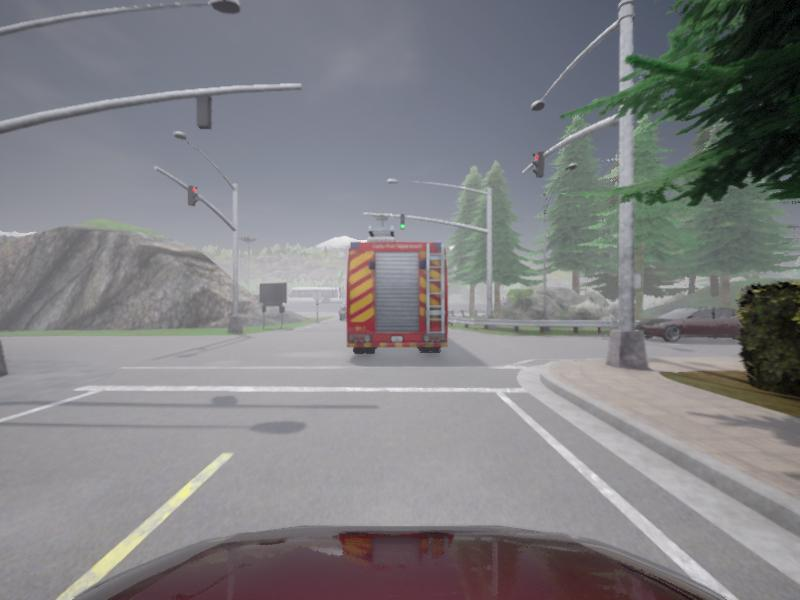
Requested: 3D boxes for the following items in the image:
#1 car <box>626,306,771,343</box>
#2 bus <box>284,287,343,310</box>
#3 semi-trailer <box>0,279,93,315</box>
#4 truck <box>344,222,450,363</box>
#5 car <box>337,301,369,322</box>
[{"bbox_3d":[12.956,1.036,17.624,4.792,1.488,2.163,0,0,0],"label":"car"},{"bbox_3d":[-16.180,-0.308,75.608,10.273,4.253,3.944,0,0,0],"label":"bus"},{"bbox_3d":[-47.156,-0.371,50.799,14.254,4.402,2.717,0,0,0],"label":"semi-trailer"},{"bbox_3d":[-0.113,-0.228,15.169,2.891,3.827,8.468,0,0,0],"label":"truck"},{"bbox_3d":[-3.735,0.836,32.453,2.038,1.542,4.974,0,0,0],"label":"car"}]
